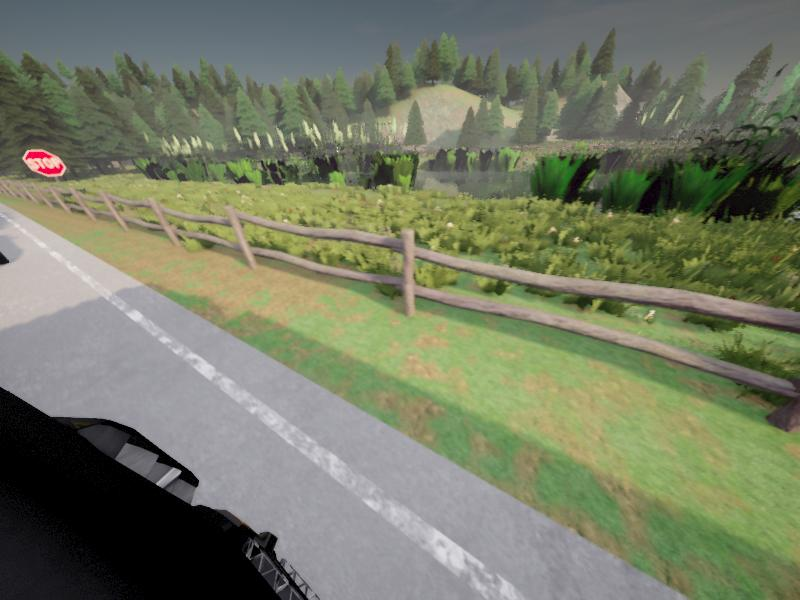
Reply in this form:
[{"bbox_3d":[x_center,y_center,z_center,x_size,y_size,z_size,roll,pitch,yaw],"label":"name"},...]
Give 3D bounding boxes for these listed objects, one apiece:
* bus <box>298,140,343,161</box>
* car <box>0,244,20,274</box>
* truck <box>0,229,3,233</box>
[{"bbox_3d":[-21.035,-39.896,61.552,10.273,4.253,3.944,10,36,18],"label":"bus"},{"bbox_3d":[-12.340,-1.564,5.699,5.027,1.651,2.152,16,38,26],"label":"car"},{"bbox_3d":[-18.438,-3.669,8.525,5.204,2.467,2.627,16,38,26],"label":"truck"}]
